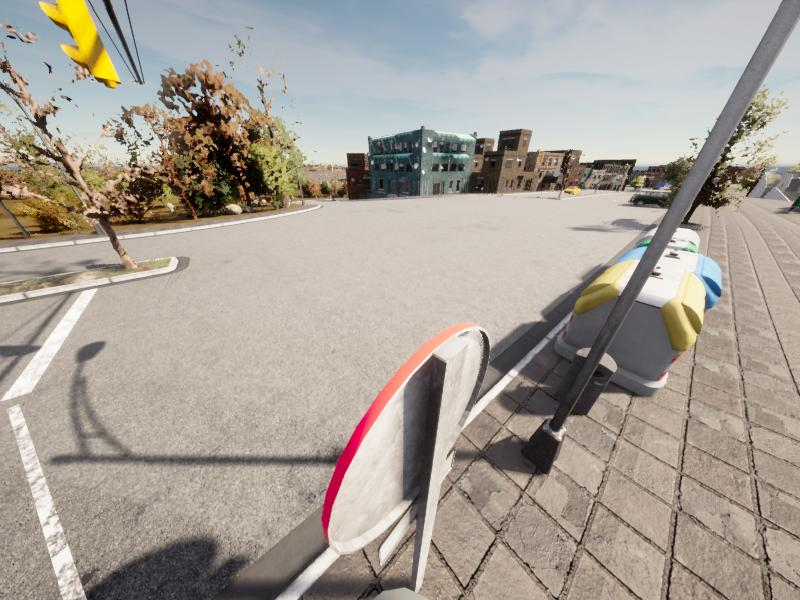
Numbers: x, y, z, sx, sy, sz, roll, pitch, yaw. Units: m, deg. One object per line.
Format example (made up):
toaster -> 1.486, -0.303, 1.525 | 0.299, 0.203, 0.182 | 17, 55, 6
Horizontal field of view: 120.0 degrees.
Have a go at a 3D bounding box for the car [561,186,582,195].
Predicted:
car -> 35.756, -22.735, 48.020 | 5.008, 1.535, 1.882 | -21, 36, -35

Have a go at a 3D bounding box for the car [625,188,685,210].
car -> 32.099, -12.864, 29.311 | 4.442, 1.987, 1.878 | 17, 33, 25

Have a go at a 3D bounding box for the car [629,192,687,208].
car -> 34.472, -13.468, 31.109 | 4.674, 1.452, 2.002 | 17, 32, 25

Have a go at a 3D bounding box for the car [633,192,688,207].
car -> 36.754, -14.328, 32.812 | 4.674, 1.452, 2.002 | 17, 33, 25
